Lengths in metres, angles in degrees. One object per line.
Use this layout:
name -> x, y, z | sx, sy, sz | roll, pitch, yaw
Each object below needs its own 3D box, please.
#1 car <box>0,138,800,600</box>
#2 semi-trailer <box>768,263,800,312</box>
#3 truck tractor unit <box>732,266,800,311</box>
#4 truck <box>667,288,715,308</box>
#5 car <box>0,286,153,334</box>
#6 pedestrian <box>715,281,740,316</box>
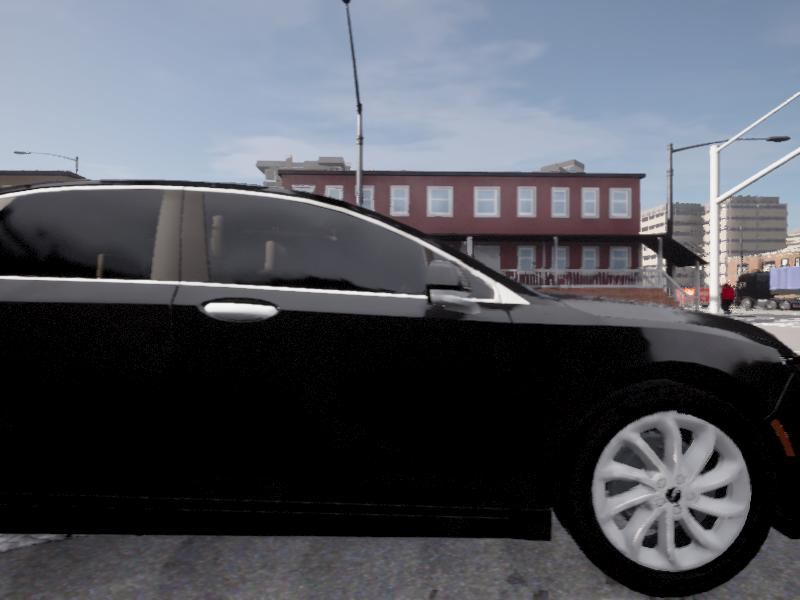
car -> -0.595, 0.241, 2.188 | 4.892, 1.490, 1.837 | 0, 0, -1
semi-trailer -> 38.154, -1.164, 32.338 | 2.717, 4.402, 14.254 | 0, 0, -5
truck tractor unit -> 37.673, -1.046, 40.240 | 3.053, 4.208, 6.516 | 0, 0, 0
truck -> 37.416, -0.205, 51.633 | 2.627, 2.467, 5.204 | 0, -1, 3
car -> -10.524, 0.291, 12.668 | 4.181, 1.385, 1.994 | 0, 0, 1
pedestrian -> 17.685, -0.090, 21.611 | 0.751, 1.860, 0.751 | 0, 0, 5
